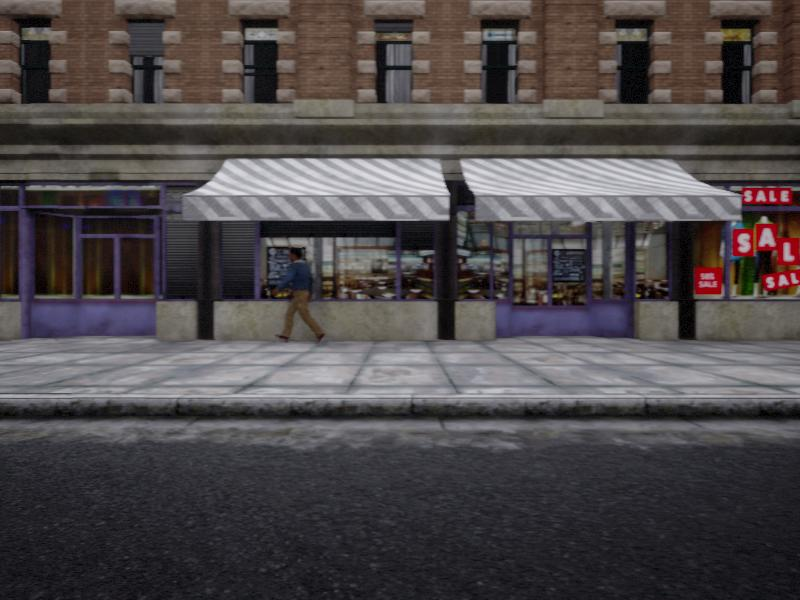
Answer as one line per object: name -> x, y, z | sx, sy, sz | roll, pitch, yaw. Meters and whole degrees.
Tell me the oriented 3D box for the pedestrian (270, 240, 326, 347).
pedestrian -> -1.873, -0.115, 7.411 | 0.751, 1.860, 0.751 | 0, 0, 10
